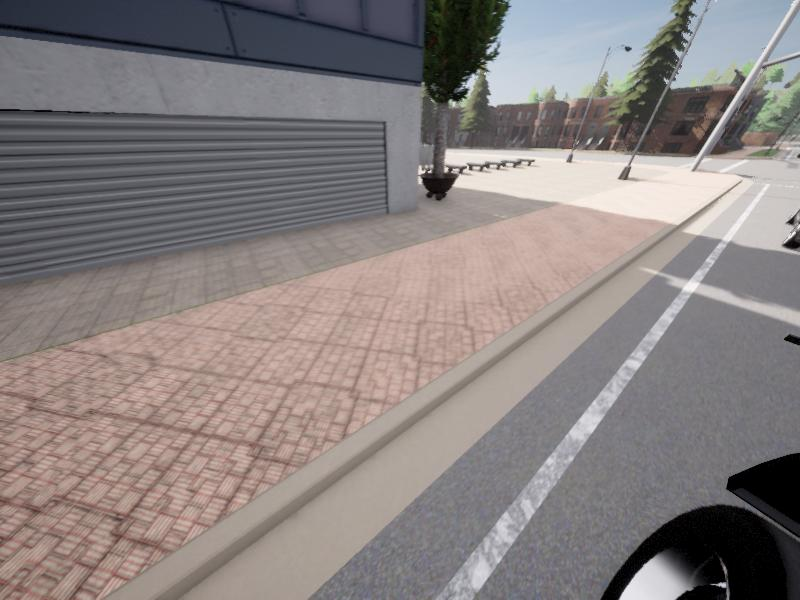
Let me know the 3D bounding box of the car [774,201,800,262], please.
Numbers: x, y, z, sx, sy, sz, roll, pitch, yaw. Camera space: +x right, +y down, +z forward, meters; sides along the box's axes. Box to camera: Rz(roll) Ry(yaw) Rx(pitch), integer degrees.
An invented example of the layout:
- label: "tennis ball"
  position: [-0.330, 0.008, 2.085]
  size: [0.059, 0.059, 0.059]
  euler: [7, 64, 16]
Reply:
- label: "car"
  position: [11.115, -2.053, 5.294]
  size: [5.238, 1.638, 1.930]
  euler: [-22, 41, -28]

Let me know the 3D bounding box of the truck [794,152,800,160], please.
- label: "truck"
  position: [46.131, -16.677, 24.956]
  size: [5.204, 2.467, 2.627]
  euler: [-22, 41, -28]

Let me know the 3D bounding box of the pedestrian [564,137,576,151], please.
- label: "pedestrian"
  position: [27.420, -25.164, 37.175]
  size: [0.751, 1.860, 0.751]
  euler: [-25, 42, -30]
